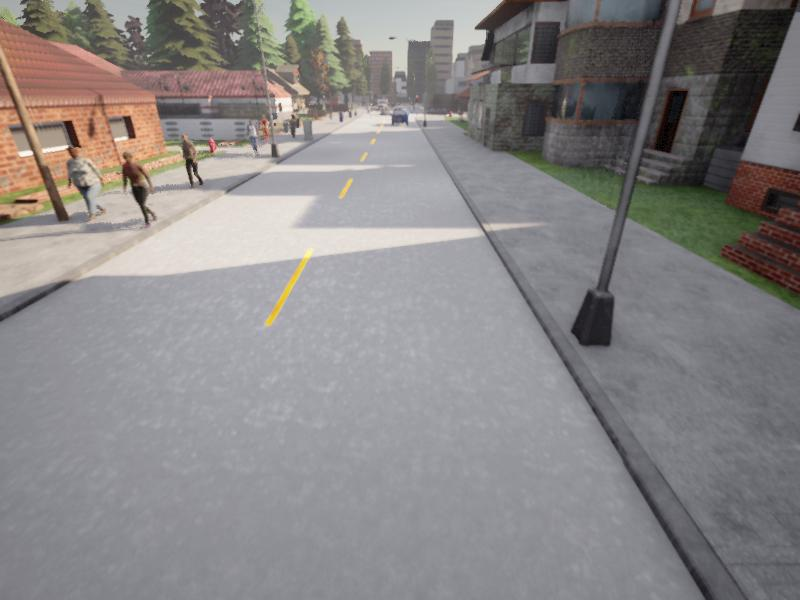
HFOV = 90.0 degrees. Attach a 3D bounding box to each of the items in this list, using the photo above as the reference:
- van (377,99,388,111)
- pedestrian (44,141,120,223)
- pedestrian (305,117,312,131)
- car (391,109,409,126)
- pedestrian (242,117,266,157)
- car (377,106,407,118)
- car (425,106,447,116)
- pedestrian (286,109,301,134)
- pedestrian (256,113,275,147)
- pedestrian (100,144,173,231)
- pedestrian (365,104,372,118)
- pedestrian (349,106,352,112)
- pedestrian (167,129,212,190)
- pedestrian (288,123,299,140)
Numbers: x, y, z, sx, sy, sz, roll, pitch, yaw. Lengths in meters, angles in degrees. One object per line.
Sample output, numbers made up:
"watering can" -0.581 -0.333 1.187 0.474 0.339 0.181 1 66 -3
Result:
"van" -4.022 -44.951 92.047 2.351 2.431 6.366 0 27 0
"pedestrian" -7.943 -2.963 10.096 0.751 1.860 0.751 -3 27 -6
"pedestrian" -8.160 -15.683 35.717 0.500 1.100 0.500 -6 28 -12
"car" -0.010 -20.634 45.163 1.882 1.535 5.008 0 27 0
"pedestrian" -7.607 -8.503 20.893 0.751 1.860 0.751 -1 27 -1
"car" -1.222 -30.637 65.139 4.611 1.667 2.242 -24 36 -38
"car" 6.019 -31.730 67.229 3.633 1.501 1.845 0 27 0
"pedestrian" -8.755 -14.730 33.027 0.751 1.860 0.751 3 27 6
"pedestrian" -8.431 -10.669 25.113 0.751 1.860 0.751 -2 27 -4
"pedestrian" -6.198 -2.664 9.513 0.751 1.860 0.751 -2 27 -4
"pedestrian" -4.537 -27.470 58.080 0.751 1.860 0.751 6 28 12
"pedestrian" -9.175 -35.641 74.609 0.500 1.100 0.500 0 27 1
"pedestrian" -7.112 -4.755 13.588 0.751 1.860 0.751 0 27 0
"pedestrian" -7.712 -12.217 28.962 0.500 1.100 0.500 2 27 4
